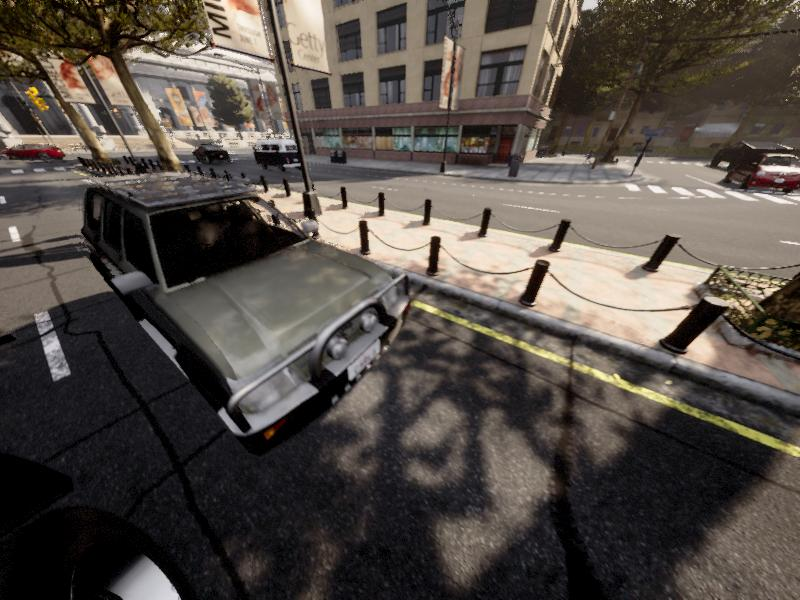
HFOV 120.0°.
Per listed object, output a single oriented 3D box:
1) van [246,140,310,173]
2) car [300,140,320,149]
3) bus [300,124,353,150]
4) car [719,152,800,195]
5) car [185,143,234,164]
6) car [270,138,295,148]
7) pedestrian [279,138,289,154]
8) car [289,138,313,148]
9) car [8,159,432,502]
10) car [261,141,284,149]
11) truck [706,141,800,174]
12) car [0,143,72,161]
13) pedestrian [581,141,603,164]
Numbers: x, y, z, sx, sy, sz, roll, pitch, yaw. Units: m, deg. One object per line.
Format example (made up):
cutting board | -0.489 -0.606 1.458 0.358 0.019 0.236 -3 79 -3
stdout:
van | -9.645 -11.479 18.321 4.480 2.038 2.069 21 40 28
car | -20.818 -36.102 53.553 1.845 1.501 3.633 22 40 27
bus | -15.256 -34.838 49.470 3.944 4.253 10.273 22 40 27
car | 20.085 -7.044 12.656 1.851 1.617 3.988 24 41 29
car | -19.909 -15.410 24.166 5.238 1.638 1.930 23 41 29
car | -24.723 -33.071 48.704 1.851 1.617 3.988 22 40 27
pedestrian | -16.709 -22.109 33.191 0.751 1.860 0.751 -9 36 -12
car | -23.604 -37.462 55.191 1.932 1.855 4.605 22 40 27
car | -2.190 -0.456 2.895 4.605 1.855 1.932 22 41 26
car | -27.729 -33.853 50.357 1.970 1.475 3.806 22 40 27
truck | 30.872 -12.843 20.534 2.390 2.098 6.274 21 40 26
car | -40.454 -16.175 25.226 4.792 1.488 2.163 -13 37 -19
pedestrian | 18.411 -14.172 22.220 0.751 1.860 0.751 -13 37 -18
